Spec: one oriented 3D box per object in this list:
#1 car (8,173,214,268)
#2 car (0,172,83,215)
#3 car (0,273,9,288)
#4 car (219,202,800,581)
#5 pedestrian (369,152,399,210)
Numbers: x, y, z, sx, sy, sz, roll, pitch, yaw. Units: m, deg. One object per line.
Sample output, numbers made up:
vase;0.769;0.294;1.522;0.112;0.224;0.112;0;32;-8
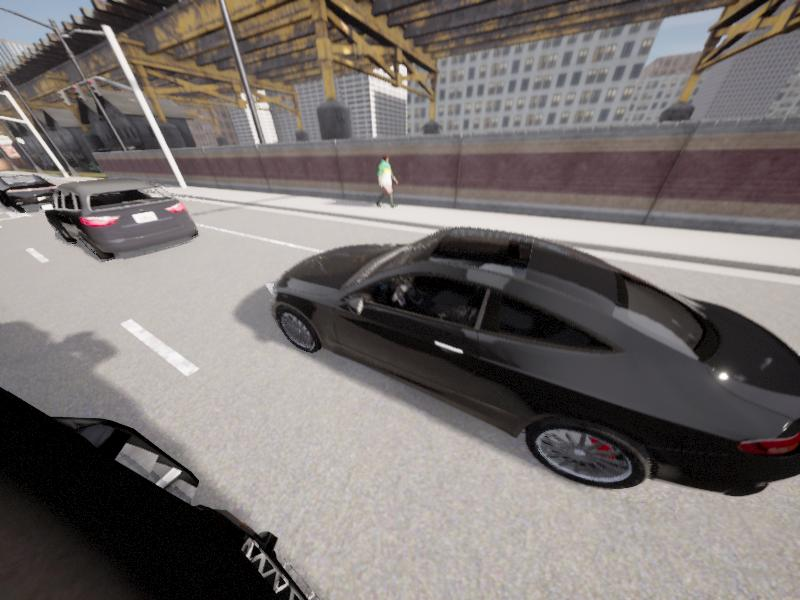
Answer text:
car;-8.229;-2.565;6.684;4.611;1.667;2.242;16;37;24
car;-19.459;-5.675;12.066;4.902;1.511;2.128;16;37;25
car;-10.709;-0.989;4.576;4.792;1.488;2.163;16;37;25
car;0.548;0.011;2.574;4.674;1.442;1.812;16;37;24
pedestrian;-0.554;-4.478;8.741;0.751;1.860;0.751;16;37;24
